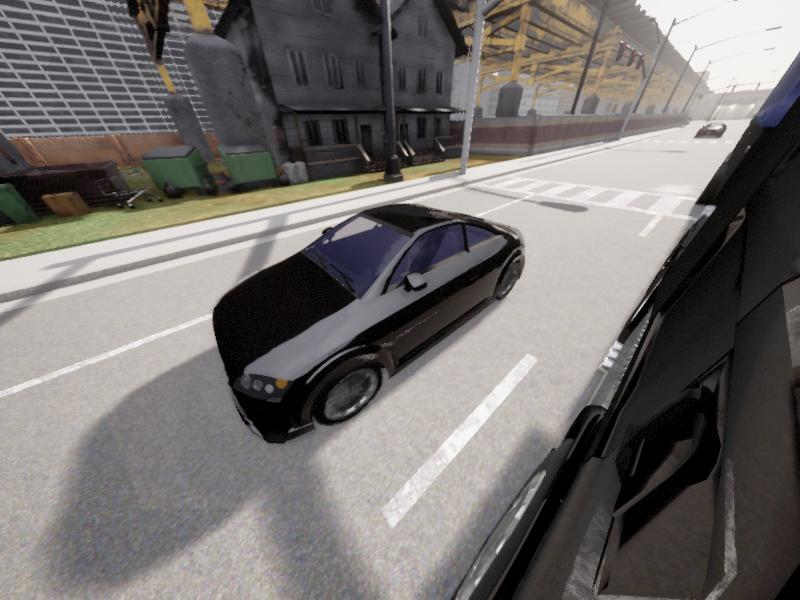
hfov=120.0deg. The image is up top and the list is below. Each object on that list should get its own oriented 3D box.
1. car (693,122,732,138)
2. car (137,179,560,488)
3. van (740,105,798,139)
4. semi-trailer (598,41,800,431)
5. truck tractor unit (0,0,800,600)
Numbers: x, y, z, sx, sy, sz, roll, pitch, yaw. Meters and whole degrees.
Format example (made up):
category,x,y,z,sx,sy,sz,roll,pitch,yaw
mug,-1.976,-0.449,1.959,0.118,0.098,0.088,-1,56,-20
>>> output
category,x,y,z,sx,sy,sz,roll,pitch,yaw
car,36.197,-19.696,26.768,4.181,1.385,1.994,-27,43,-29
car,-0.104,-0.397,3.036,4.181,1.385,1.994,-28,44,-30
van,38.162,-18.495,24.068,5.915,2.561,1.988,-28,44,-30
semi-trailer,8.695,-3.592,4.251,14.254,4.402,2.717,-28,44,-30
truck tractor unit,2.645,-0.295,0.351,6.516,4.208,3.053,-28,44,-30
